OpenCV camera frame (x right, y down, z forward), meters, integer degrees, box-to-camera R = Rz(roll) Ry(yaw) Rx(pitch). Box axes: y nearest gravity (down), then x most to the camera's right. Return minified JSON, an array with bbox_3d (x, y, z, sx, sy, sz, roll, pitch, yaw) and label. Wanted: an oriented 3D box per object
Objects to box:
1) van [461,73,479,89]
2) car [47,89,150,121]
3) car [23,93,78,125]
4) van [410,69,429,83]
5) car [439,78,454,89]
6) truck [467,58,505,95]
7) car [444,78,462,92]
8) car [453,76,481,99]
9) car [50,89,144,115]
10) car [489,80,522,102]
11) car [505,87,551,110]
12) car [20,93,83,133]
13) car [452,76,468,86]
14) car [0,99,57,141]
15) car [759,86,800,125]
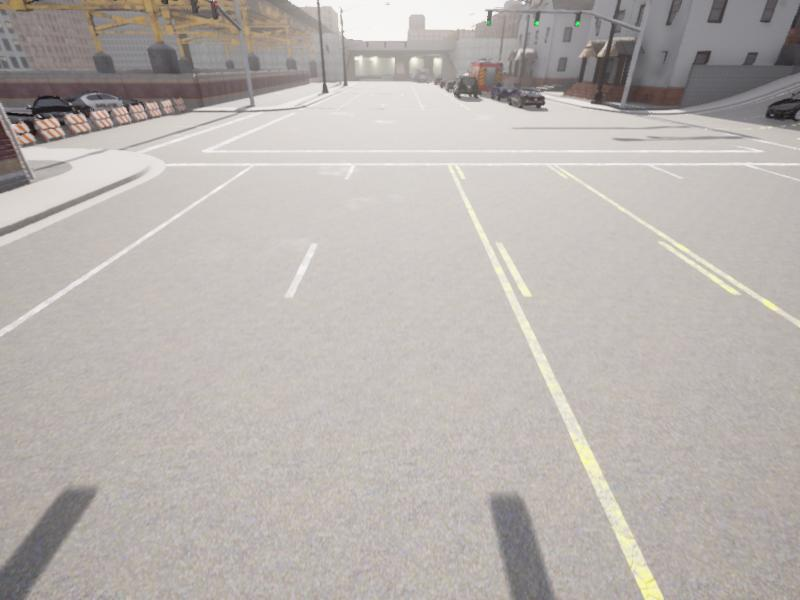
[{"bbox_3d":[10.918,-34.251,62.577,2.069,2.038,4.480,0,30,0],"label":"van"},{"bbox_3d":[-20.035,-13.217,26.895,2.038,1.542,4.974,16,34,25],"label":"car"},{"bbox_3d":[-19.304,-10.660,22.217,1.853,1.218,4.536,-20,36,-31],"label":"car"},{"bbox_3d":[4.125,-48.653,86.769,2.351,2.431,6.366,-7,31,-11],"label":"van"},{"bbox_3d":[7.427,-34.913,64.356,1.994,1.385,4.181,0,30,0],"label":"car"},{"bbox_3d":[10.860,-28.799,51.495,2.891,3.827,8.468,0,30,0],"label":"truck"},{"bbox_3d":[7.376,-29.915,55.694,1.837,1.490,4.892,0,31,0],"label":"car"},{"bbox_3d":[7.308,-23.679,44.484,2.150,2.045,5.566,0,30,0],"label":"car"},{"bbox_3d":[-20.059,-13.330,26.776,1.853,1.218,4.536,16,34,25],"label":"car"},{"bbox_3d":[10.787,-21.598,41.199,2.097,1.767,4.553,0,30,0],"label":"car"},{"bbox_3d":[10.771,-17.281,34.224,2.033,1.411,5.357,-1,30,-2],"label":"car"},{"bbox_3d":[-19.273,-10.503,22.261,2.038,1.542,4.974,-20,36,-31],"label":"car"},{"bbox_3d":[10.933,-40.121,73.175,2.128,1.511,4.902,0,30,-1],"label":"car"},{"bbox_3d":[-19.287,-8.176,18.283,2.038,1.542,4.974,26,39,37],"label":"car"},{"bbox_3d":[25.312,-12.228,24.253,5.008,1.535,1.882,-14,30,7],"label":"car"}]
